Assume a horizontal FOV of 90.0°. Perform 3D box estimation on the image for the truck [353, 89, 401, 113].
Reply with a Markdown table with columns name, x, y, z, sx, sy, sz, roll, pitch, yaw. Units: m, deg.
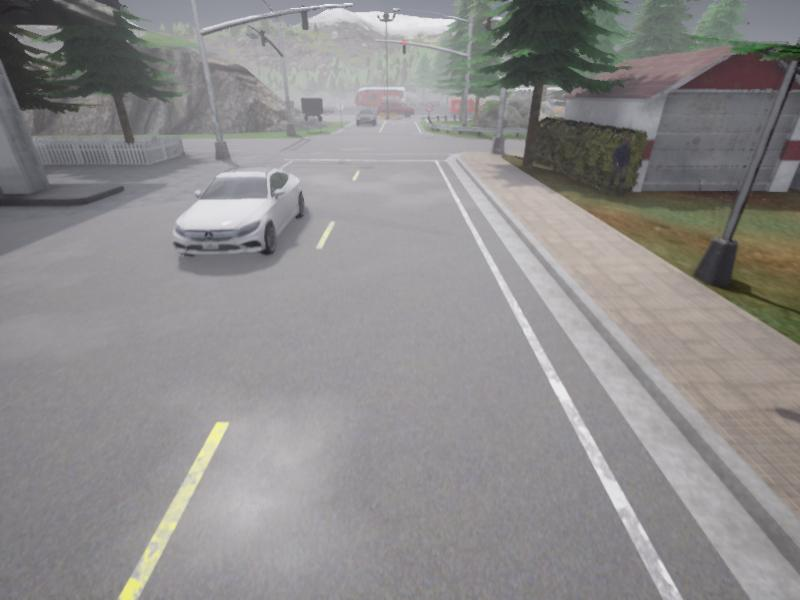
| name | x | y | z | sx | sy | sz | roll | pitch | yaw |
| --- | --- | --- | --- | --- | --- | --- | --- | --- | --- |
| truck | -4.106 | -36.567 | 73.602 | 8.468 | 3.827 | 2.891 | 0 | 27 | 0 |

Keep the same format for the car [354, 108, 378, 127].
| name | x | y | z | sx | sy | sz | roll | pitch | yaw |
| --- | --- | --- | --- | --- | --- | --- | --- | --- | --- |
| car | -3.492 | -19.160 | 41.866 | 2.038 | 1.542 | 4.974 | 0 | 27 | 0 |

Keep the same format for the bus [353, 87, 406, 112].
| name | x | y | z | sx | sy | sz | roll | pitch | yaw |
| --- | --- | --- | --- | --- | --- | --- | --- | --- | --- |
| bus | -3.880 | -39.902 | 79.615 | 10.273 | 4.253 | 3.944 | 0 | 27 | 0 |

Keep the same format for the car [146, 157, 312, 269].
| name | x | y | z | sx | sy | sz | roll | pitch | yaw |
| --- | --- | --- | --- | --- | --- | --- | --- | --- | --- |
| car | -3.519 | -2.289 | 9.384 | 1.812 | 1.442 | 4.674 | -1 | 27 | 0 |

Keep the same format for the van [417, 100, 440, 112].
| name | x | y | z | sx | sy | sz | roll | pitch | yaw |
| --- | --- | --- | --- | --- | --- | --- | --- | --- | --- |
| van | 5.637 | -38.924 | 80.202 | 4.442 | 1.987 | 1.775 | 0 | 27 | 0 |

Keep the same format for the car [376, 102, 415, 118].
| name | x | y | z | sx | sy | sz | roll | pitch | yaw |
| --- | --- | --- | --- | --- | --- | --- | --- | --- | --- |
| car | -0.610 | -27.758 | 58.429 | 5.566 | 2.045 | 2.150 | 1 | 27 | 0 |

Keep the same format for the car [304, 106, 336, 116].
| name | x | y | z | sx | sy | sz | roll | pitch | yaw |
| --- | --- | --- | --- | --- | --- | --- | --- | --- | --- |
| car | -12.957 | -30.658 | 64.877 | 4.718 | 1.301 | 1.895 | 0 | 27 | 0 |

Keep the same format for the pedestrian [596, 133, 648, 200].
| name | x | y | z | sx | sy | sz | roll | pitch | yaw |
| --- | --- | --- | --- | --- | --- | --- | --- | --- | --- |
| pedestrian | 6.718 | -4.073 | 12.210 | 0.751 | 1.860 | 0.751 | 0 | 27 | 1 |

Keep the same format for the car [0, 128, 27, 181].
| name | x | y | z | sx | sy | sz | roll | pitch | yaw |
| --- | --- | --- | --- | --- | --- | --- | --- | --- | --- |
| car | -17.845 | -5.706 | 15.767 | 3.866 | 1.878 | 1.905 | 0 | 27 | 0 |

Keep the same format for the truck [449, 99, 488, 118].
| name | x | y | z | sx | sy | sz | roll | pitch | yaw |
| --- | --- | --- | --- | --- | --- | --- | --- | --- | --- |
| truck | 9.900 | -27.917 | 58.288 | 5.204 | 2.467 | 2.627 | 0 | 27 | 0 |
